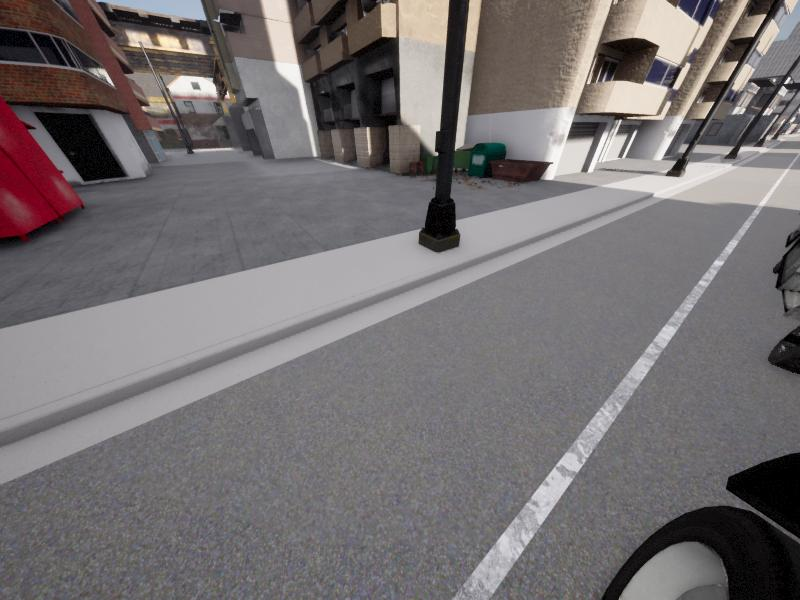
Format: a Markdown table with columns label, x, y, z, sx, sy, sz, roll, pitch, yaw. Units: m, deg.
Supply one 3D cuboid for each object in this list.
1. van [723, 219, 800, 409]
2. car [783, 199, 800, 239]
| label | x | y | z | sx | sy | sz | roll | pitch | yaw |
| --- | --- | --- | --- | --- | --- | --- | --- | --- | --- |
| van | 7.036 | -0.624 | 2.654 | 6.366 | 2.431 | 2.351 | -22 | 40 | -27 |
| car | 13.143 | -2.684 | 6.325 | 4.902 | 1.511 | 2.128 | -22 | 40 | -27 |
